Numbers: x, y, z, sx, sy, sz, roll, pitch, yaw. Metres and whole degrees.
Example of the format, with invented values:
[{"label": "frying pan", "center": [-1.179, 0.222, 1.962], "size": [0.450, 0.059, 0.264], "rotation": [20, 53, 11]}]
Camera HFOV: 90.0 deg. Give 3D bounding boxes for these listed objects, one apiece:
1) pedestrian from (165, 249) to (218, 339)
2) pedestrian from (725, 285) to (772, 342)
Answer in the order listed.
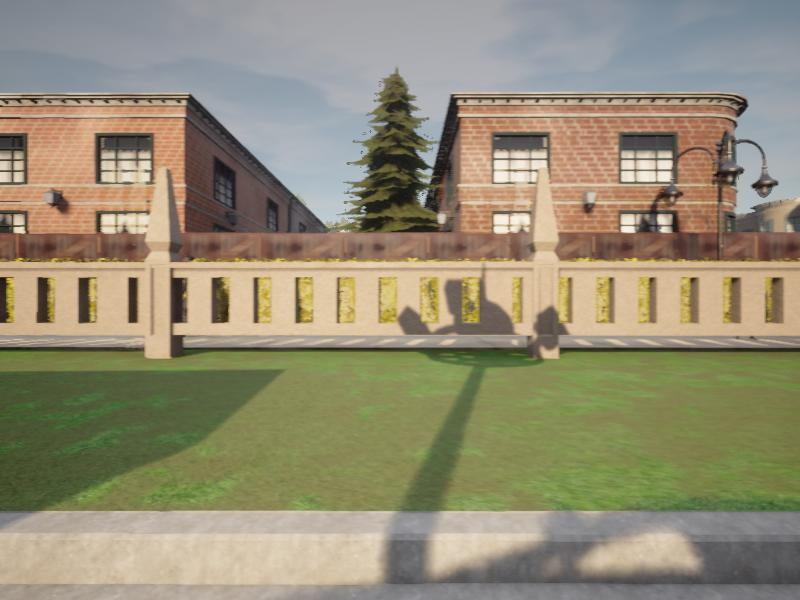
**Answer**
[{"label": "pedestrian", "center": [-4.466, -0.117, 8.619], "size": [0.751, 1.860, 0.751], "rotation": [0, 0, 0]}, {"label": "pedestrian", "center": [6.910, 0.267, 7.949], "size": [0.500, 1.100, 0.500], "rotation": [0, 0, 1]}]
